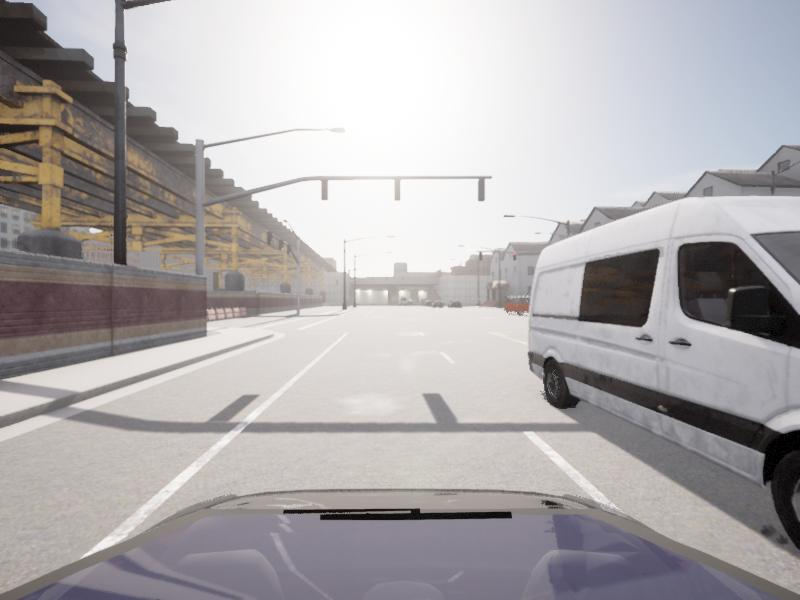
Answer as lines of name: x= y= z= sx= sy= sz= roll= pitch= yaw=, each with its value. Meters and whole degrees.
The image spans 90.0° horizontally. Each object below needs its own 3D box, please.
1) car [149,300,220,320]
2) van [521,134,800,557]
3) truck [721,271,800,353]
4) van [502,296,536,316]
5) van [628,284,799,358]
car: x=-18.083 y=0.785 z=33.826 sx=2.038 sy=1.542 sz=4.974 roll=0 pitch=0 yaw=26
van: x=3.329 y=0.310 z=4.291 sx=1.988 sy=2.561 sz=5.915 roll=0 pitch=-1 yaw=-3
truck: x=13.375 y=0.353 z=12.386 sx=2.627 sy=2.467 sz=5.204 roll=0 pitch=0 yaw=-1
van: x=12.540 y=0.589 z=42.291 sx=1.775 sy=1.987 sz=4.442 roll=0 pitch=0 yaw=-8
van: x=9.960 y=0.568 z=13.311 sx=2.069 sy=2.038 sz=4.480 roll=0 pitch=0 yaw=-2
